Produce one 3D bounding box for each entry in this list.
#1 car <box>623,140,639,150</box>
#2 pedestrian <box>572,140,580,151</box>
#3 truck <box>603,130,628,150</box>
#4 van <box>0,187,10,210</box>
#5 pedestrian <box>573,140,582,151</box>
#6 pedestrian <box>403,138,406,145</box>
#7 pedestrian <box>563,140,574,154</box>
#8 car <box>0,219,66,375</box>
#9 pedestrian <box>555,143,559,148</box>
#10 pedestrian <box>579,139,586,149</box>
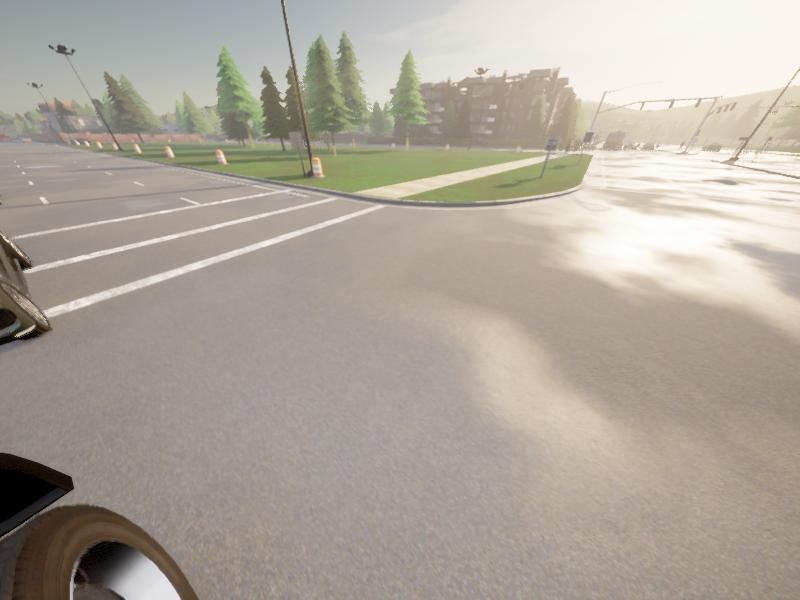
[{"bbox_3d":[55.308,-37.064,55.340,1.905,1.878,3.866,22,41,28],"label":"car"},{"bbox_3d":[36.932,-32.344,48.441,0.751,1.860,0.751,27,43,32],"label":"pedestrian"},{"bbox_3d":[53.398,-39.826,57.537,2.891,3.827,8.468,22,41,28],"label":"truck"},{"bbox_3d":[-16.759,-4.508,8.415,4.442,1.987,1.775,22,41,28],"label":"van"},{"bbox_3d":[36.491,-31.705,47.530,0.751,1.860,0.751,24,42,30],"label":"pedestrian"},{"bbox_3d":[1.508,-53.486,77.808,0.751,1.860,0.751,23,41,29],"label":"pedestrian"},{"bbox_3d":[27.011,-24.512,36.984,0.751,1.860,0.751,25,42,30],"label":"pedestrian"},{"bbox_3d":[-6.994,-0.374,2.963,5.027,1.651,2.152,22,41,28],"label":"car"},{"bbox_3d":[38.452,-37.842,56.645,0.500,1.100,0.500,26,43,31],"label":"pedestrian"},{"bbox_3d":[44.613,-38.124,56.444,0.751,1.860,0.751,17,38,22],"label":"pedestrian"}]
